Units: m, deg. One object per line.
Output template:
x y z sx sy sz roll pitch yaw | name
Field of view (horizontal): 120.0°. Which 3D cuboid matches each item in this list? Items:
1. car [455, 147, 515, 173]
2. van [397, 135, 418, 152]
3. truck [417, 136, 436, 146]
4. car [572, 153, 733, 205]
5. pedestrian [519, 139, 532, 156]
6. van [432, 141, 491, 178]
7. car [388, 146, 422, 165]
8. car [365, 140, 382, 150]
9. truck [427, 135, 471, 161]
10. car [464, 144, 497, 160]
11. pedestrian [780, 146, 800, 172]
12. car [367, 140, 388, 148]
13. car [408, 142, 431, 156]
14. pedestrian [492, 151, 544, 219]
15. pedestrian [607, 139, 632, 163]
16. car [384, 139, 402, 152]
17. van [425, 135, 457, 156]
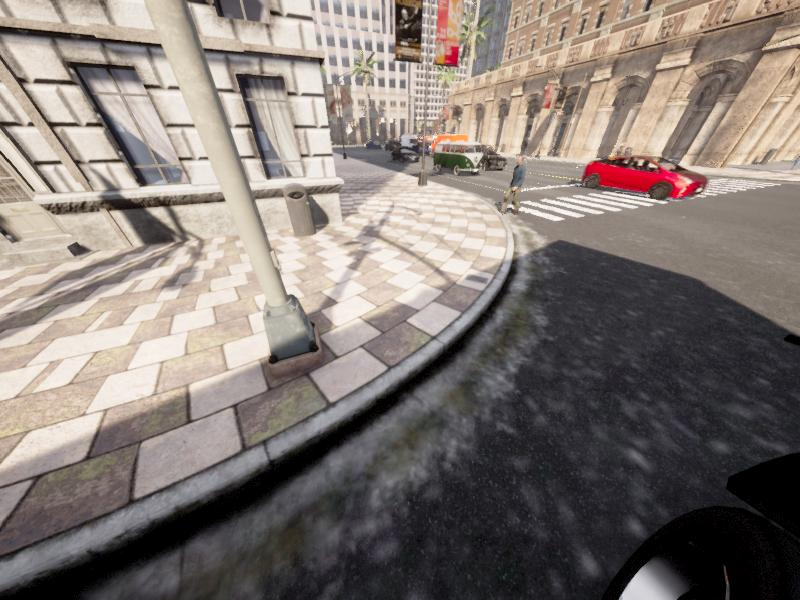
6.868 -11.853 19.390 1.837 1.490 4.892 -14 37 -18 | car
1.444 -30.679 45.238 1.988 2.561 5.915 -12 37 -16 | van
8.303 -49.521 71.987 5.204 2.467 2.627 -13 37 -18 | truck
11.219 -5.877 10.854 2.007 1.525 4.514 -14 37 -18 | car
16.662 -20.319 30.716 0.751 1.860 0.751 -4 35 -5 | pedestrian
4.257 -10.412 16.938 1.775 1.987 4.442 -14 37 -18 | van
0.411 -15.523 24.686 1.812 1.442 4.674 -13 37 -18 | car
-6.022 -35.097 52.201 2.097 1.767 4.553 -18 39 -23 | car
5.868 -18.921 28.581 2.627 2.467 5.204 -13 37 -18 | truck
9.815 -18.324 28.525 1.845 1.501 3.633 -13 37 -18 | car
27.867 -9.968 15.953 0.751 1.860 0.751 -13 37 -17 | pedestrian
-5.959 -41.482 61.395 5.238 1.638 1.930 -13 37 -18 | car
2.854 -22.832 34.900 1.851 1.617 3.988 -13 37 -18 | car
3.737 -3.689 7.464 0.751 1.860 0.751 -11 37 -15 | pedestrian
20.374 -13.822 21.471 0.751 1.860 0.751 -9 36 -12 | pedestrian
-1.374 -28.929 43.330 1.932 1.855 4.605 -13 36 -18 | car
6.123 -23.946 35.652 1.988 2.561 5.915 -13 37 -18 | van
